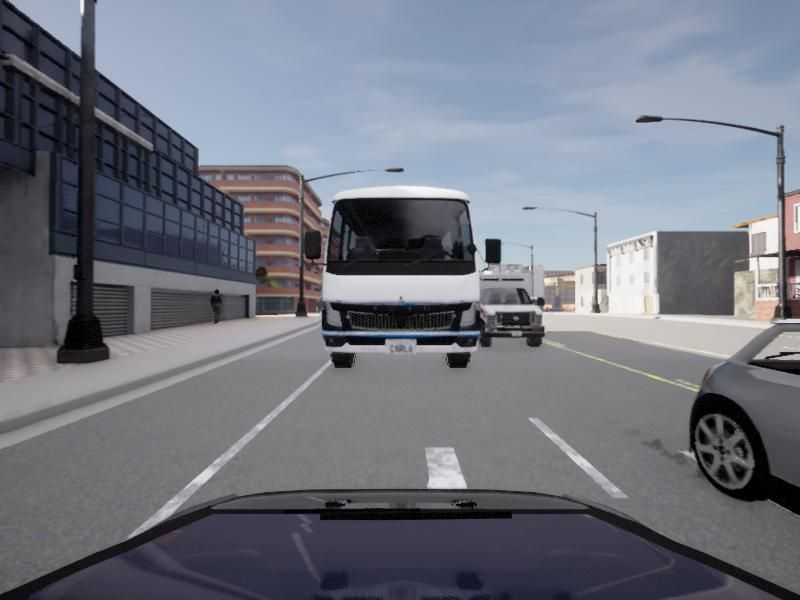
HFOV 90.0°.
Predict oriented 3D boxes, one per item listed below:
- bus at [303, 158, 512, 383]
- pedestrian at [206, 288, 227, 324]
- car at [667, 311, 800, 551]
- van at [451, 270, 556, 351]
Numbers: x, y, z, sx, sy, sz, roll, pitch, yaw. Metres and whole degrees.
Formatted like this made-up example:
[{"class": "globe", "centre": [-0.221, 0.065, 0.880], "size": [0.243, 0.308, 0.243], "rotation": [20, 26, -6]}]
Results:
[{"class": "bus", "centre": [0.151, -0.602, 12.680], "size": [3.944, 4.253, 10.273], "rotation": [0, 1, 0]}, {"class": "pedestrian", "centre": [-9.640, 0.332, 21.055], "size": [0.751, 1.860, 0.751], "rotation": [0, -1, 2]}, {"class": "car", "centre": [3.507, 0.850, 1.871], "size": [1.970, 1.475, 3.806], "rotation": [0, 0, 0]}, {"class": "van", "centre": [3.534, 0.280, 15.251], "size": [2.351, 2.431, 6.366], "rotation": [0, 1, 0]}]
